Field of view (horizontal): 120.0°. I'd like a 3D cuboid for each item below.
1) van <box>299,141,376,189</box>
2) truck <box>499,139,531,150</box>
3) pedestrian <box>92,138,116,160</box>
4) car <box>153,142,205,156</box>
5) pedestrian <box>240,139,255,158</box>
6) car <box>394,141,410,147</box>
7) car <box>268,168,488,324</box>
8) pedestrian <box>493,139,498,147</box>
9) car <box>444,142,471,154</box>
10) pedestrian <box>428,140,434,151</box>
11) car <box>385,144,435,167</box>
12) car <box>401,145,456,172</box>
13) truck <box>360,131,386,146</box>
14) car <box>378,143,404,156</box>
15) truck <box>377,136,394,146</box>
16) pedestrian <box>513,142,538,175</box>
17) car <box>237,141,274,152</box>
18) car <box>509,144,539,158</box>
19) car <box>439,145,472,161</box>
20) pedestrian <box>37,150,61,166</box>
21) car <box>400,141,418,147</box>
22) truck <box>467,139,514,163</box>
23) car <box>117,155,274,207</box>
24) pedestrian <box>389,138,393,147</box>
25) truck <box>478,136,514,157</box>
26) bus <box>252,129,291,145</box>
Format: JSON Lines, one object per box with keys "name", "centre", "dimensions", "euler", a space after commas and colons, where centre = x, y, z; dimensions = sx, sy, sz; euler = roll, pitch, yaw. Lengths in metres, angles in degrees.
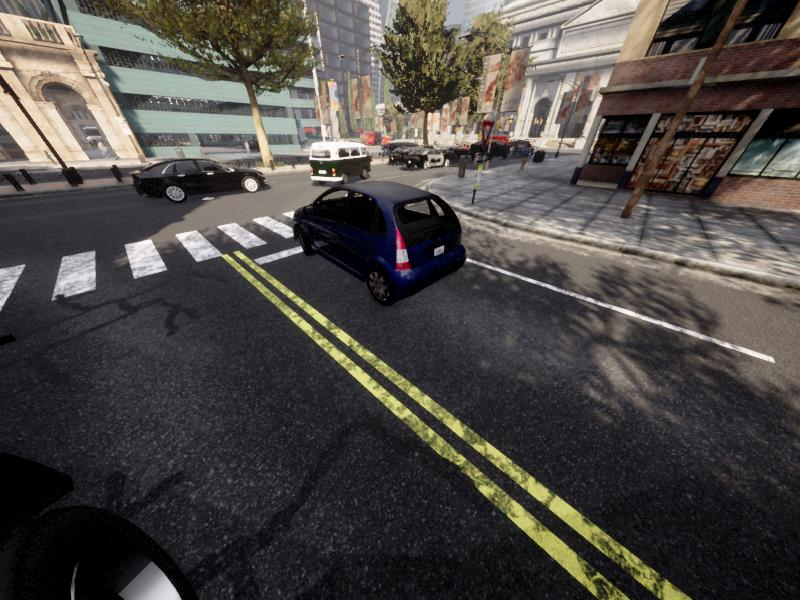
{"name": "van", "centre": [-3.348, -8.071, 13.581], "dimensions": [2.069, 2.038, 4.480], "euler": [11, 37, 15]}
{"name": "truck", "centre": [27.938, -38.017, 56.270], "dimensions": [6.274, 2.098, 2.390], "euler": [29, 44, 34]}
{"name": "pedestrian", "centre": [-30.716, -15.662, 24.011], "dimensions": [0.751, 1.860, 0.751], "euler": [28, 44, 34]}
{"name": "car", "centre": [-30.739, -21.113, 32.224], "dimensions": [2.161, 1.482, 4.786], "euler": [28, 44, 34]}
{"name": "pedestrian", "centre": [-18.414, -18.378, 27.956], "dimensions": [0.751, 1.860, 0.751], "euler": [29, 44, 34]}
{"name": "car", "centre": [0.572, -44.428, 65.795], "dimensions": [4.181, 1.385, 1.994], "euler": [29, 44, 34]}
{"name": "car", "centre": [-0.708, -1.506, 4.654], "dimensions": [1.851, 1.617, 3.988], "euler": [-29, 45, -35]}
{"name": "pedestrian", "centre": [26.512, -43.475, 63.914], "dimensions": [0.751, 1.860, 0.751], "euler": [19, 39, 24]}
{"name": "car", "centre": [10.137, -26.819, 40.618], "dimensions": [2.242, 1.667, 4.611], "euler": [29, 44, 34]}
{"name": "pedestrian", "centre": [6.332, -31.336, 46.791], "dimensions": [0.751, 1.860, 0.751], "euler": [27, 43, 33]}
{"name": "car", "centre": [1.083, -14.571, 23.189], "dimensions": [1.930, 1.638, 5.238], "euler": [29, 44, 34]}
{"name": "car", "centre": [2.560, -12.530, 20.301], "dimensions": [1.930, 1.638, 5.238], "euler": [29, 44, 34]}
{"name": "truck", "centre": [-8.508, -50.379, 72.059], "dimensions": [8.468, 3.827, 2.891], "euler": [29, 44, 34]}
{"name": "car", "centre": [-1.328, -22.724, 34.820], "dimensions": [1.789, 1.549, 3.705], "euler": [29, 44, 34]}
{"name": "truck", "centre": [-4.543, -50.426, 73.335], "dimensions": [5.204, 2.467, 2.627], "euler": [29, 44, 34]}
{"name": "pedestrian", "centre": [8.495, -9.595, 15.679], "dimensions": [0.751, 1.860, 0.751], "euler": [-26, 43, -32]}
{"name": "car", "centre": [-25.808, -27.618, 41.426], "dimensions": [2.128, 1.511, 4.902], "euler": [28, 44, 34]}
{"name": "car", "centre": [18.260, -22.031, 34.018], "dimensions": [2.128, 1.511, 4.902], "euler": [29, 44, 34]}
{"name": "car", "centre": [6.827, -17.998, 28.239], "dimensions": [1.970, 1.475, 3.806], "euler": [29, 44, 34]}
{"name": "pedestrian", "centre": [-29.418, -11.920, 19.368], "dimensions": [0.500, 1.100, 0.500], "euler": [-17, 39, -23]}
{"name": "car", "centre": [2.518, -46.140, 68.224], "dimensions": [5.357, 1.411, 2.033], "euler": [29, 44, 34]}
{"name": "truck", "centre": [10.818, -17.742, 27.362], "dimensions": [2.390, 2.098, 6.274], "euler": [29, 44, 34]}
{"name": "car", "centre": [-8.791, -5.563, 10.455], "dimensions": [1.837, 1.490, 4.892], "euler": [29, 44, 34]}
{"name": "pedestrian", "centre": [-2.383, -40.004, 58.778], "dimensions": [0.751, 1.860, 0.751], "euler": [12, 37, 17]}
{"name": "truck", "centre": [14.388, -23.011, 34.537], "dimensions": [2.627, 2.467, 5.204], "euler": [29, 44, 34]}
{"name": "bus", "centre": [-42.874, -54.852, 77.792], "dimensions": [10.273, 4.253, 3.944], "euler": [-10, 37, -15]}
